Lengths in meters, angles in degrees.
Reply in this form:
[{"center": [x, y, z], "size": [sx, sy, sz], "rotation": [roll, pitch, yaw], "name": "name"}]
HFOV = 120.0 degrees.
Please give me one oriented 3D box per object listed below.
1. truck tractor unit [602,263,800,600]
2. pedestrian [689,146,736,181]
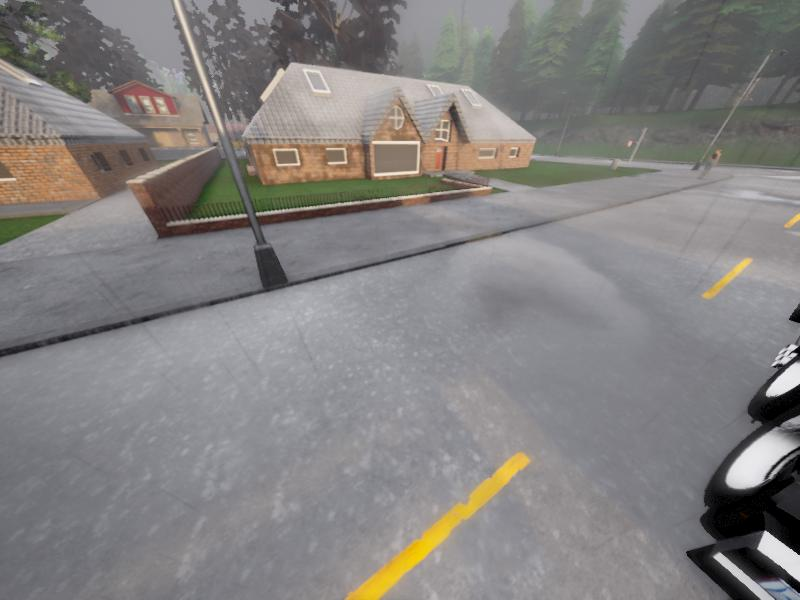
[{"center": [5.105, -0.308, 0.781], "size": [6.516, 4.208, 3.053], "rotation": [-19, 39, -24], "name": "truck tractor unit"}, {"center": [20.245, -8.866, 15.034], "size": [0.751, 1.860, 0.751], "rotation": [3, 35, 3], "name": "pedestrian"}]
